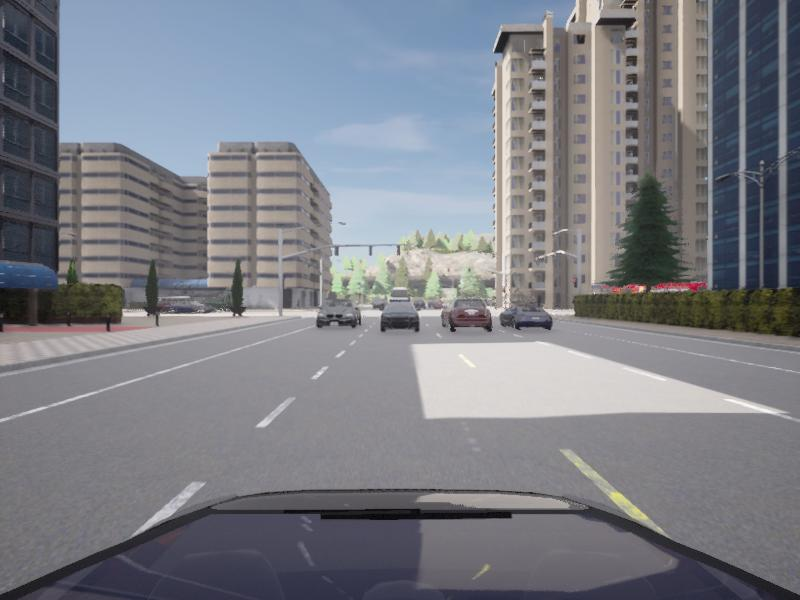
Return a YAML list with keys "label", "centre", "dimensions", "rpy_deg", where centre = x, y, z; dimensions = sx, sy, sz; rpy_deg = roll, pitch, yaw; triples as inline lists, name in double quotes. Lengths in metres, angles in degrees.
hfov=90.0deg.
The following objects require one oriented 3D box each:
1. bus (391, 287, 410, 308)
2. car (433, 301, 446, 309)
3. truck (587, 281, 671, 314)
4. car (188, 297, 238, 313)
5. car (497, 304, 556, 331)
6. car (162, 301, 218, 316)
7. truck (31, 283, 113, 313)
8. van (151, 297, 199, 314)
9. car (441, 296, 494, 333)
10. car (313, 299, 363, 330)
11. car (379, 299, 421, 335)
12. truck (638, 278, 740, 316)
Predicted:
- label: "bus"
  centre: [0.122, -0.512, 86.254]
  dimensions: [3.944, 4.253, 10.273]
  rpy_deg: [0, 0, 0]
- label: "car"
  centre: [6.997, 0.885, 71.654]
  dimensions: [1.970, 1.475, 3.806]
  rpy_deg: [0, 0, 0]
- label: "truck"
  centre: [27.694, -0.306, 48.624]
  dimensions: [8.468, 3.827, 2.891]
  rpy_deg: [0, 0, 1]
- label: "car"
  centre: [-24.500, 0.587, 52.648]
  dimensions: [5.566, 2.045, 2.150]
  rpy_deg: [0, 0, 1]
- label: "car"
  centre: [7.001, 0.915, 22.592]
  dimensions: [1.994, 1.385, 4.181]
  rpy_deg: [0, 0, 0]
- label: "car"
  centre: [-22.058, 0.865, 42.121]
  dimensions: [4.792, 1.488, 2.163]
  rpy_deg: [0, 0, 1]
- label: "truck"
  centre: [-43.157, -0.304, 52.841]
  dimensions: [8.468, 3.827, 2.891]
  rpy_deg: [0, 0, 1]
- label: "van"
  centre: [-25.646, 0.614, 45.659]
  dimensions: [4.442, 1.987, 1.775]
  rpy_deg: [0, 0, 1]
- label: "car"
  centre: [3.499, 0.701, 21.690]
  dimensions: [2.097, 1.767, 4.553]
  rpy_deg: [0, 0, 0]
- label: "car"
  centre: [-3.500, 0.765, 23.599]
  dimensions: [2.242, 1.667, 4.611]
  rpy_deg: [0, 0, 0]
- label: "car"
  centre: [-0.001, 0.778, 20.678]
  dimensions: [1.930, 1.638, 5.238]
  rpy_deg: [0, 0, 0]
- label: "truck"
  centre: [29.845, -0.307, 41.592]
  dimensions: [8.468, 3.827, 2.891]
  rpy_deg: [0, 0, 1]
